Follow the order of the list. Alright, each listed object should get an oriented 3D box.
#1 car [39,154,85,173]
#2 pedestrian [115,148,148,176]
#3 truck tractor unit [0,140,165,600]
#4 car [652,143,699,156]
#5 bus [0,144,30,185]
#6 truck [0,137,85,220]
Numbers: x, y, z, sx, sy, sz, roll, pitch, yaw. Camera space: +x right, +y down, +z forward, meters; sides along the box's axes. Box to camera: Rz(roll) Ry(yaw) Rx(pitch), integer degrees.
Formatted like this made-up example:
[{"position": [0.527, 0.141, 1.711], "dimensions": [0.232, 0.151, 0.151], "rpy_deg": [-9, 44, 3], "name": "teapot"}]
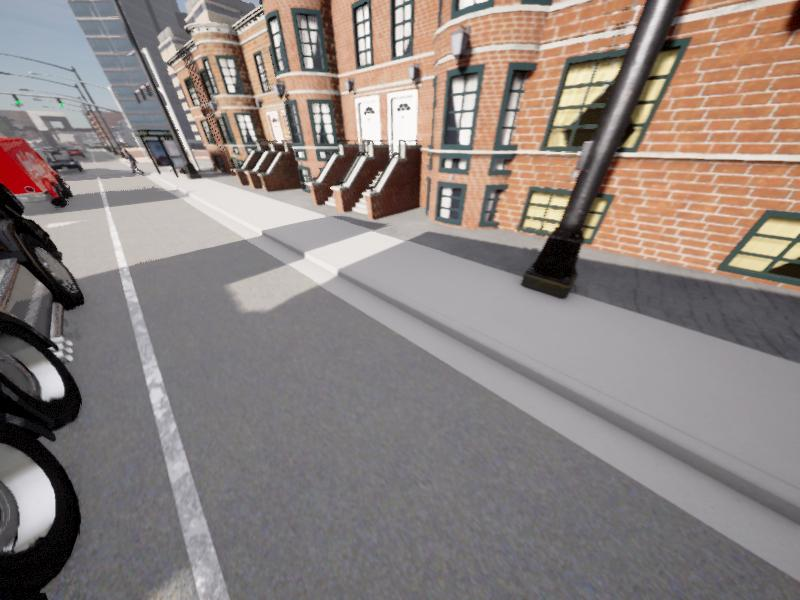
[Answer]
[{"position": [-31.841, -12.985, 21.882], "dimensions": [4.718, 1.301, 1.895], "rpy_deg": [27, 43, 33], "name": "car"}, {"position": [-21.467, -11.045, 18.505], "dimensions": [0.751, 1.860, 0.751], "rpy_deg": [12, 36, 17], "name": "pedestrian"}, {"position": [-4.886, -0.479, 1.041], "dimensions": [6.516, 4.208, 3.053], "rpy_deg": [27, 43, 33], "name": "truck tractor unit"}, {"position": [56.642, -31.111, 47.587], "dimensions": [2.150, 2.045, 5.566], "rpy_deg": [-19, 39, -25], "name": "car"}, {"position": [-31.066, -10.290, 15.340], "dimensions": [10.273, 4.253, 3.944], "rpy_deg": [17, 36, 22], "name": "bus"}, {"position": [-16.120, -5.129, 9.396], "dimensions": [2.627, 2.467, 5.204], "rpy_deg": [-27, 43, -34], "name": "truck"}]
